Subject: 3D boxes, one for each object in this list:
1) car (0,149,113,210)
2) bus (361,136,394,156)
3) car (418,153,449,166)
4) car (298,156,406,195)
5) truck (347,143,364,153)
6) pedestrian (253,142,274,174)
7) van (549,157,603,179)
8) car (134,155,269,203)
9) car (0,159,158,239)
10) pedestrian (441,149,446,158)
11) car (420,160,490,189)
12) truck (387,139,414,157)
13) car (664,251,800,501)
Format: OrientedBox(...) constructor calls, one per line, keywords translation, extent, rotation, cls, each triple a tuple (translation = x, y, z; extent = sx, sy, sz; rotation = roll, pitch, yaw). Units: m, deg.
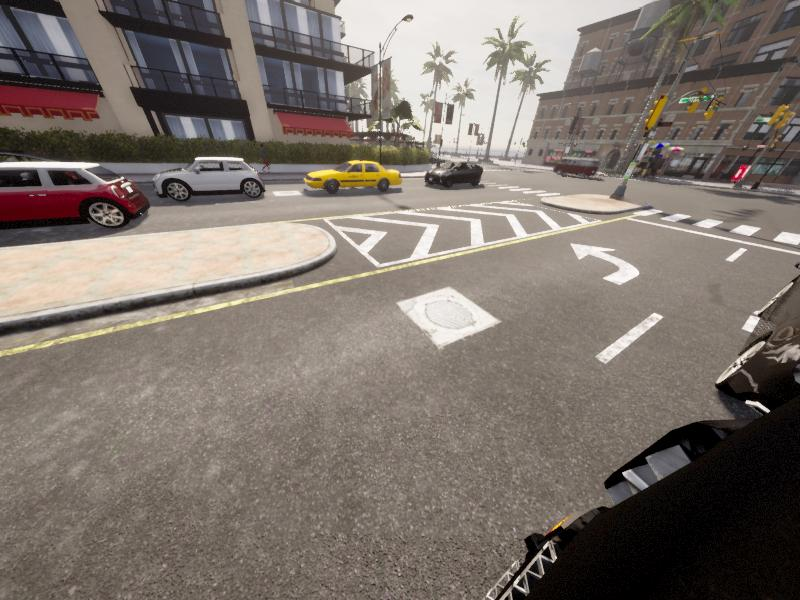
OrientedBox(translation=(-12.715, -3.908, 7.446), extent=(3.705, 1.549, 1.789), rotation=(-16, 38, -26), cls="car")
OrientedBox(translation=(-6.483, -43.106, 64.511), extent=(3.944, 4.253, 10.273), rotation=(-22, 41, -32), cls="bus")
OrientedBox(translation=(5.384, -23.106, 37.899), extent=(2.033, 1.411, 5.357), rotation=(-16, 38, -26), cls="car")
OrientedBox(translation=(-2.470, -6.913, 12.738), extent=(5.366, 1.575, 1.801), rotation=(-16, 38, -26), cls="car")
OrientedBox(translation=(-14.910, -50.552, 76.690), extent=(5.204, 2.467, 2.627), rotation=(27, 40, 31), cls="truck")
OrientedBox(translation=(-9.421, -9.796, 15.971), extent=(0.751, 1.860, 0.751), rotation=(-16, 38, -26), cls="pedestrian")
OrientedBox(translation=(20.821, -15.807, 27.563), extent=(1.775, 1.987, 4.442), rotation=(-16, 38, -26), cls="van")
OrientedBox(translation=(-8.046, -5.240, 9.882), extent=(3.806, 1.475, 1.970), rotation=(-16, 38, -26), cls="car")
OrientedBox(translation=(-9.273, -2.632, 5.860), extent=(3.806, 1.475, 1.970), rotation=(-16, 38, -26), cls="car")
OrientedBox(translation=(11.612, -38.777, 61.240), extent=(0.751, 1.860, 0.751), rotation=(-21, 40, -31), cls="pedestrian")
OrientedBox(translation=(3.880, -8.901, 16.271), extent=(4.514, 1.525, 2.007), rotation=(-20, 40, -30), cls="car")
OrientedBox(translation=(0.028, -40.965, 62.177), extent=(2.891, 3.827, 8.468), rotation=(-19, 39, -29), cls="truck")
OrientedBox(translation=(5.407, 0.457, 2.309), extent=(4.902, 1.511, 2.128), rotation=(-16, 38, -26), cls="car")
